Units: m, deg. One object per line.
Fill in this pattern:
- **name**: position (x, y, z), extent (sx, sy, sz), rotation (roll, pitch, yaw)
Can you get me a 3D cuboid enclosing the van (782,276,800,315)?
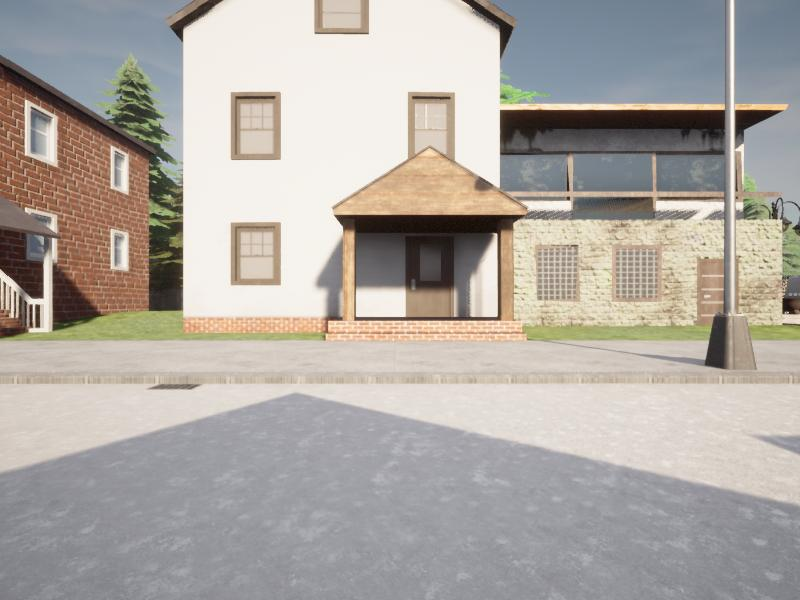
- **van**: position (27.113, -0.278, 24.389), extent (1.988, 2.561, 5.915), rotation (0, 0, 1)
